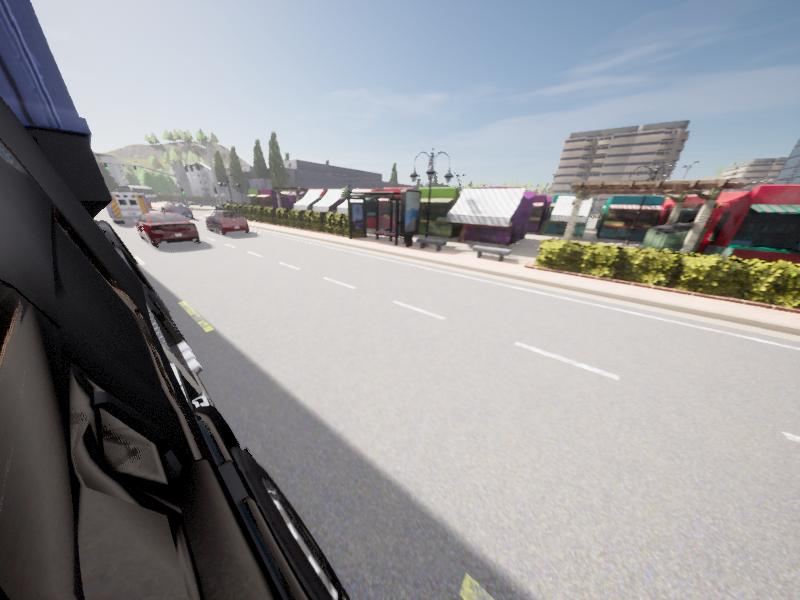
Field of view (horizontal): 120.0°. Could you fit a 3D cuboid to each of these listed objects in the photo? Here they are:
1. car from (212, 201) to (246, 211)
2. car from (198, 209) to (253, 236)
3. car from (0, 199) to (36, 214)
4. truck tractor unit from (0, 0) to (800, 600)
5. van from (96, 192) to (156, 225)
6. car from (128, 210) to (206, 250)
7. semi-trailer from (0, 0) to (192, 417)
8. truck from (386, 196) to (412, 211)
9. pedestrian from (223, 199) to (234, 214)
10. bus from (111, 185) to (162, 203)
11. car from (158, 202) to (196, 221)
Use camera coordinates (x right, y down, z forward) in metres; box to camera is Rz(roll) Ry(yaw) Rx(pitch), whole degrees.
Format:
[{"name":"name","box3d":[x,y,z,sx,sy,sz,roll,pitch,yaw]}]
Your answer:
[{"name":"car","box3d":[-31.797,-17.535,43.135,2.007,1.525,4.514,19,28,35]},{"name":"car","box3d":[-12.362,-5.554,16.375,3.633,1.501,1.845,18,28,34]},{"name":"car","box3d":[-42.194,-10.240,25.275,4.181,1.385,1.994,19,28,35]},{"name":"truck tractor unit","box3d":[-2.645,-0.295,0.351,6.516,4.208,3.053,28,44,30]},{"name":"van","box3d":[-24.565,-8.273,20.675,6.366,2.431,2.351,18,28,34]},{"name":"car","box3d":[-12.800,-3.978,12.607,5.008,1.535,1.882,18,28,34]},{"name":"semi-trailer","box3d":[-8.979,-2.388,4.993,14.254,4.402,2.717,13,25,35]},{"name":"truck","box3d":[-0.312,-28.453,68.486,2.891,3.827,8.468,19,28,35]},{"name":"pedestrian","box3d":[-23.608,-12.845,31.826,0.751,1.860,0.751,22,30,39]},{"name":"bus","box3d":[-72.745,-29.326,64.232,3.944,4.253,10.273,-6,24,-16]},{"name":"car","box3d":[-24.292,-9.703,25.109,5.027,1.651,2.152,21,30,38]}]
